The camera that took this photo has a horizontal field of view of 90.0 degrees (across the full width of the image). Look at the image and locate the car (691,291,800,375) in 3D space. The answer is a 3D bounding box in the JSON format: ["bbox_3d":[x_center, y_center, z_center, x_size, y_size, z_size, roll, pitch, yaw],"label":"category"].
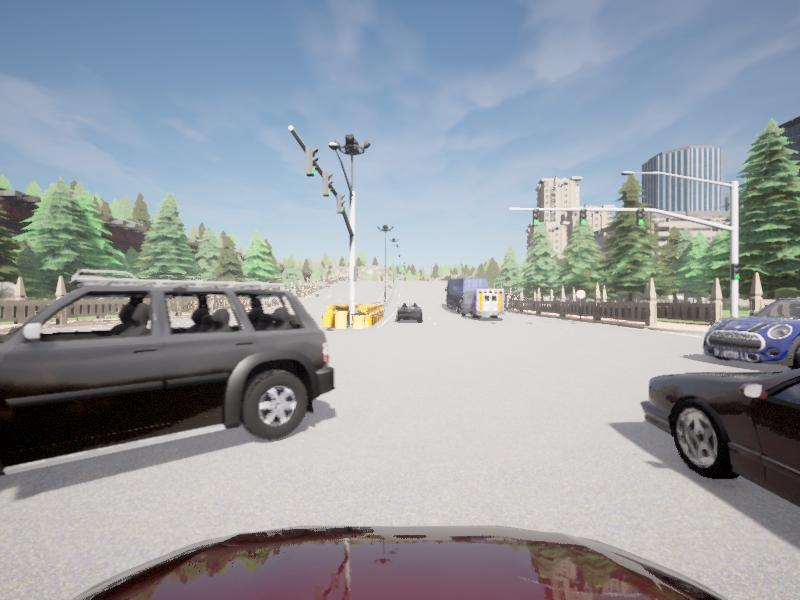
[{"bbox_3d":[10.038,0.695,9.764,4.553,1.767,2.097,0,0,-8],"label":"car"}]

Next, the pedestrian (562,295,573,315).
[{"bbox_3d":[16.283,0.485,38.900,0.751,1.860,0.751,0,0,3],"label":"pedestrian"}]

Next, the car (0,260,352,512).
[{"bbox_3d":[-2.968,0.653,4.254,4.605,1.855,1.932,0,-1,-43],"label":"car"}]

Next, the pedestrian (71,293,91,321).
[{"bbox_3d":[-21.636,0.485,27.100,0.751,1.860,0.751,0,0,1],"label":"pedestrian"}]

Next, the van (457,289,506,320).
[{"bbox_3d":[6.935,0.377,34.994,2.351,2.431,6.366,0,0,-6],"label":"van"}]

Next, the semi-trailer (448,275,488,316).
[{"bbox_3d":[8.174,-0.740,50.188,2.717,4.402,14.254,0,2,1],"label":"semi-trailer"}]

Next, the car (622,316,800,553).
[{"bbox_3d":[3.535,0.895,1.950,2.033,1.411,5.357,0,0,1],"label":"car"}]

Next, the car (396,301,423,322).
[{"bbox_3d":[0.713,0.853,30.638,1.970,1.475,3.806,0,0,1],"label":"car"}]

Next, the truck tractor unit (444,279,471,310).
[{"bbox_3d":[8.265,-0.951,58.080,3.053,4.208,6.516,0,3,1],"label":"truck tractor unit"}]
